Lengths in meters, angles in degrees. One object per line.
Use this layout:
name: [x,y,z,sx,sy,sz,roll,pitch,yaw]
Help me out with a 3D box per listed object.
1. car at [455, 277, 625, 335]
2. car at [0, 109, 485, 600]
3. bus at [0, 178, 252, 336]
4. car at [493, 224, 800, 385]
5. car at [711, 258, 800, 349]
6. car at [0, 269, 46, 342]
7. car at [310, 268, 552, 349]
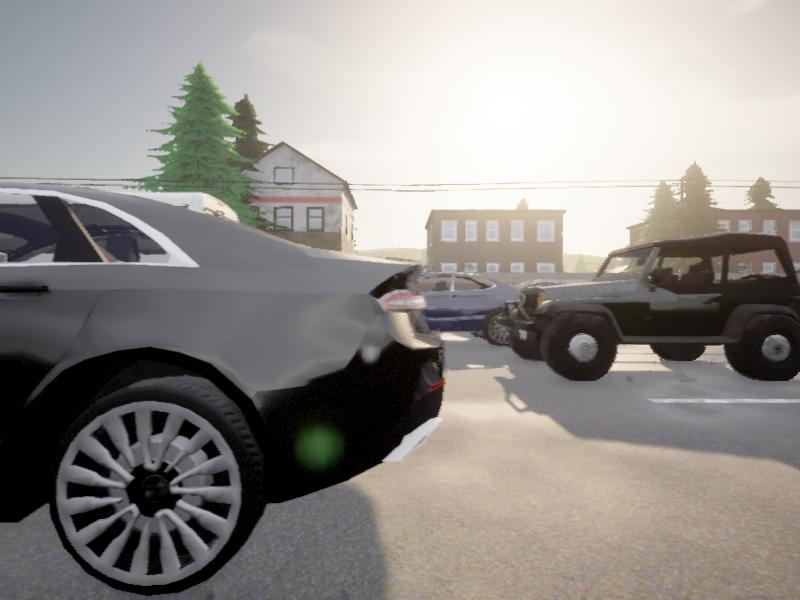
car: [4.204,0.169,12.703,4.611,1.667,2.242,0,0,0]
car: [-2.215,0.226,2.195,4.902,1.511,2.128,0,0,0]
bus: [-10.606,-1.164,12.760,10.273,4.253,3.944,0,0,-1]
car: [3.488,0.057,5.704,3.866,1.878,1.905,0,0,0]
car: [9.840,0.074,9.211,3.866,1.878,1.905,0,0,0]
car: [-11.374,0.124,9.141,4.611,1.667,2.242,0,0,0]
car: [0.641,0.183,9.370,5.027,1.651,2.152,0,0,-1]
